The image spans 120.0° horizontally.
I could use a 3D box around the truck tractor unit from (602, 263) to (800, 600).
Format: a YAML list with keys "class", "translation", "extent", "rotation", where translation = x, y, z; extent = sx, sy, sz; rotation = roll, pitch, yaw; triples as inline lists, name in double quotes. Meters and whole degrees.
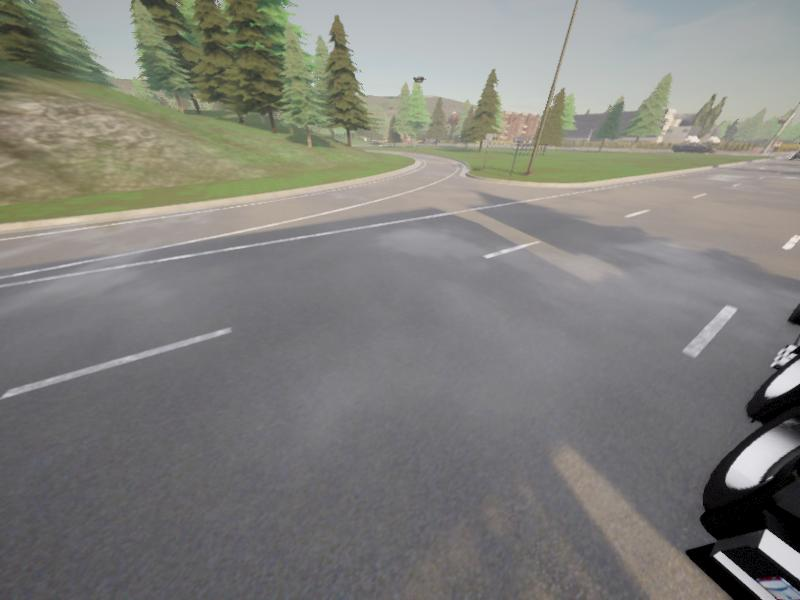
- class: "truck tractor unit"
  translation: [5.115, -0.294, 0.788]
  extent: [6.516, 4.208, 3.053]
  rotation: [-18, 39, -24]

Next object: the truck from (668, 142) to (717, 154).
- class: "truck"
  translation: [67.287, -35.050, 53.310]
  extent: [2.390, 2.098, 6.274]
  rotation: [-18, 39, -25]
